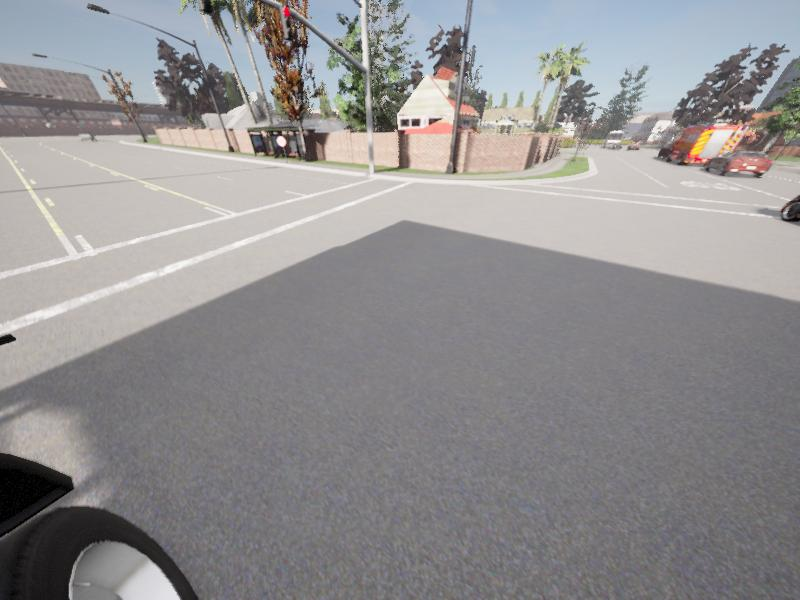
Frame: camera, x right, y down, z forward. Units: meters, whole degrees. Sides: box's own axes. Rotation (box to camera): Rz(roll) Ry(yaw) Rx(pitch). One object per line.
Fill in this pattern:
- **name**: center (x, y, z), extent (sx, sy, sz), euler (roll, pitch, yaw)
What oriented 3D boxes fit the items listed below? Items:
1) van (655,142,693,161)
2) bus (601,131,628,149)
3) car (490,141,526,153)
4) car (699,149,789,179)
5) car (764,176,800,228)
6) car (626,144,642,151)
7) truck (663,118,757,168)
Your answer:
- **van**: center (37.236, -20.389, 31.595), extent (1.775, 1.987, 4.442), euler (19, 39, 25)
- **bus**: center (64.804, -48.610, 70.041), extent (3.944, 4.253, 10.273), euler (21, 40, 27)
- **car**: center (18.470, -26.291, 39.599), extent (5.027, 1.636, 2.152), euler (21, 40, 27)
- **car**: center (26.527, -10.792, 18.153), extent (2.152, 1.651, 5.027), euler (21, 40, 27)
- **car**: center (13.342, -2.301, 6.133), extent (1.994, 1.385, 4.181), euler (15, 38, 19)
- **car**: center (57.453, -37.500, 56.729), extent (1.895, 1.301, 4.718), euler (21, 40, 27)
- **truck**: center (32.456, -16.838, 24.896), extent (2.891, 3.827, 8.468), euler (21, 40, 27)
